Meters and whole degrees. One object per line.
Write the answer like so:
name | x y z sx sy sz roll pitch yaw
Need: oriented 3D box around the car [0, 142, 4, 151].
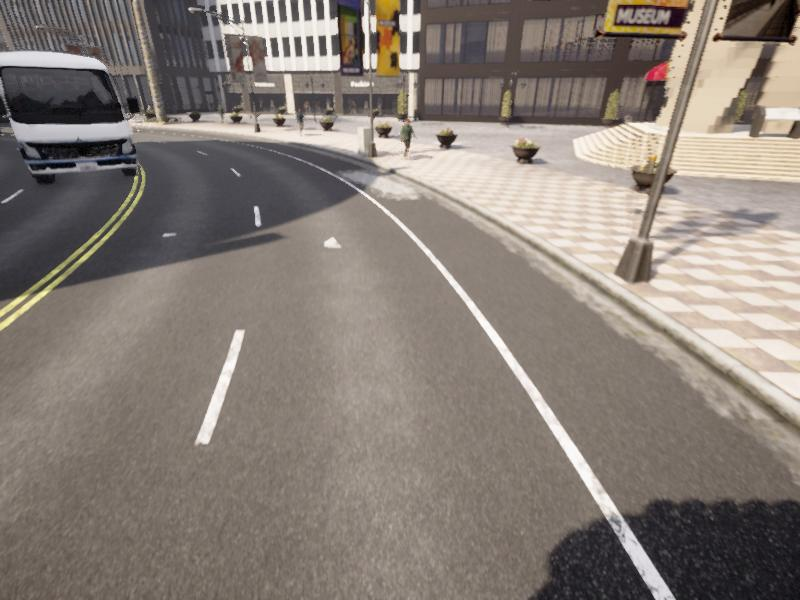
car | -25.088 -9.339 22.704 4.902 1.511 2.128 17 32 29

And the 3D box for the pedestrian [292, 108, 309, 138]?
pedestrian | -7.075 -12.593 28.426 0.751 1.860 0.751 -18 33 -32

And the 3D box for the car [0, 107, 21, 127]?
car | -38.957 -17.518 38.266 3.988 1.617 1.851 10 29 18

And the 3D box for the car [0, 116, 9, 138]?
car | -31.311 -12.689 29.100 4.514 1.525 2.007 11 29 20

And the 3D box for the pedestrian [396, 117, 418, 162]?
pedestrian | 0.311 -7.395 18.457 0.751 1.860 0.751 -9 29 -18

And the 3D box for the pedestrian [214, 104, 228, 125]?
pedestrian | -17.252 -17.935 38.643 0.751 1.860 0.751 -17 32 -29

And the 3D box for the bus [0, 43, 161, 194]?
bus | -13.777 -7.773 16.821 3.944 4.253 10.273 -19 33 -33
